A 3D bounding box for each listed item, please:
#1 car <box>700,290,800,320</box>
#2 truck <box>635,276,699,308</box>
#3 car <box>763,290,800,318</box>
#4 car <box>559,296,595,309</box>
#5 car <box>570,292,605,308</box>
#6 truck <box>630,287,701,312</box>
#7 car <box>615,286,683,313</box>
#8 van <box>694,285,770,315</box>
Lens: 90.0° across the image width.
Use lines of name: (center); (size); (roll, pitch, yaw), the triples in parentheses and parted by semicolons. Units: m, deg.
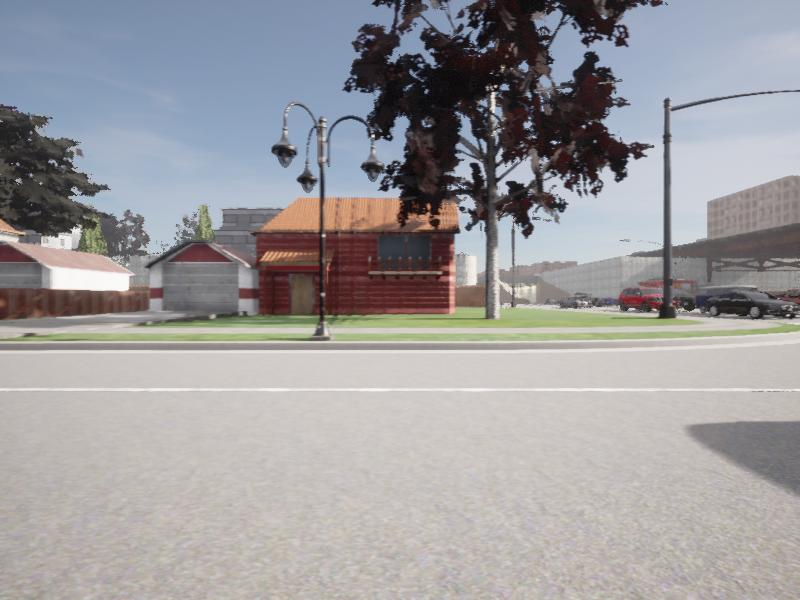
car: (19.530, 0.245, 22.399); (1.837, 1.490, 4.892); (0, 0, 2)
truck: (34.325, -0.920, 51.916); (2.891, 3.827, 8.468); (0, 0, 1)
car: (23.025, 0.228, 22.078); (2.007, 1.525, 4.514); (0, 0, 2)
car: (19.890, 0.256, 45.162); (1.970, 1.475, 3.806); (0, 0, -9)
car: (23.185, 0.050, 49.635); (1.905, 1.878, 3.866); (0, 0, -17)
truck: (23.485, -0.057, 35.834); (2.390, 2.098, 6.274); (0, 0, 2)
car: (19.857, -0.028, 32.278); (2.150, 2.045, 5.566); (0, 0, 2)
van: (23.186, -0.001, 28.176); (1.775, 1.987, 4.442); (0, 0, 2)
